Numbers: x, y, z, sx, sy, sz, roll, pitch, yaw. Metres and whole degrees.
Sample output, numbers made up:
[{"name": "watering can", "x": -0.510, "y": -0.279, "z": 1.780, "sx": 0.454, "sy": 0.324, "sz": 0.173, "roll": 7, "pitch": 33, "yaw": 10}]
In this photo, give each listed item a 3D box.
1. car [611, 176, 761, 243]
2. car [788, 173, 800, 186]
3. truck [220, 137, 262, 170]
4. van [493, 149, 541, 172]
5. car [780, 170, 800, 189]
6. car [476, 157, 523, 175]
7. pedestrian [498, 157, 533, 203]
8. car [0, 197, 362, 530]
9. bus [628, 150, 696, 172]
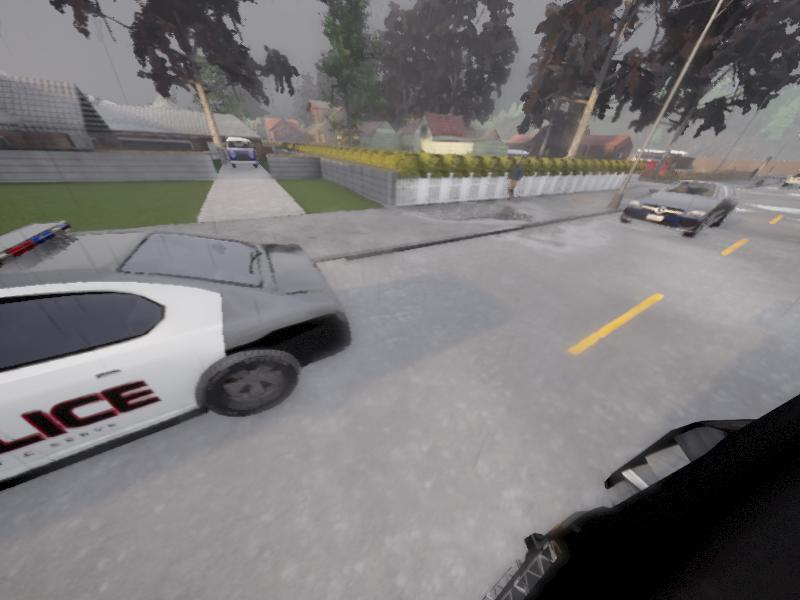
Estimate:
[{"name": "car", "x": 11.003, "y": -3.702, "z": 8.920, "sx": 5.027, "sy": 1.651, "sz": 2.152, "roll": -16, "pitch": 38, "yaw": -26}, {"name": "car", "x": 57.428, "y": -16.971, "z": 32.621, "sx": 4.892, "sy": 1.490, "sz": 1.837, "roll": -16, "pitch": 38, "yaw": -26}, {"name": "truck", "x": -12.841, "y": -11.927, "z": 18.729, "sx": 2.069, "sy": 2.038, "sz": 4.478, "roll": -16, "pitch": 38, "yaw": -26}, {"name": "van", "x": 17.493, "y": -21.191, "z": 34.945, "sx": 1.988, "sy": 2.561, "sz": 5.915, "roll": -16, "pitch": 38, "yaw": -26}, {"name": "car", "x": 50.629, "y": -15.177, "z": 29.051, "sx": 4.605, "sy": 1.855, "sz": 1.932, "roll": -16, "pitch": 38, "yaw": -26}, {"name": "car", "x": 10.221, "y": -13.712, "z": 23.687, "sx": 4.181, "sy": 1.381, "sz": 1.994, "roll": -16, "pitch": 38, "yaw": -26}, {"name": "pedestrian", "x": 5.579, "y": -5.831, "z": 11.259, "sx": 0.751, "sy": 1.860, "sz": 0.751, "roll": -16, "pitch": 38, "yaw": -26}, {"name": "car", "x": -3.058, "y": 0.344, "z": 1.816, "sx": 4.974, "sy": 1.542, "sz": 2.038, "roll": -16, "pitch": 38, "yaw": -26}, {"name": "bus", "x": 67.280, "y": -36.163, "z": 59.796, "sx": 3.944, "sy": 4.253, "sz": 10.273, "roll": -16, "pitch": 38, "yaw": -26}]
